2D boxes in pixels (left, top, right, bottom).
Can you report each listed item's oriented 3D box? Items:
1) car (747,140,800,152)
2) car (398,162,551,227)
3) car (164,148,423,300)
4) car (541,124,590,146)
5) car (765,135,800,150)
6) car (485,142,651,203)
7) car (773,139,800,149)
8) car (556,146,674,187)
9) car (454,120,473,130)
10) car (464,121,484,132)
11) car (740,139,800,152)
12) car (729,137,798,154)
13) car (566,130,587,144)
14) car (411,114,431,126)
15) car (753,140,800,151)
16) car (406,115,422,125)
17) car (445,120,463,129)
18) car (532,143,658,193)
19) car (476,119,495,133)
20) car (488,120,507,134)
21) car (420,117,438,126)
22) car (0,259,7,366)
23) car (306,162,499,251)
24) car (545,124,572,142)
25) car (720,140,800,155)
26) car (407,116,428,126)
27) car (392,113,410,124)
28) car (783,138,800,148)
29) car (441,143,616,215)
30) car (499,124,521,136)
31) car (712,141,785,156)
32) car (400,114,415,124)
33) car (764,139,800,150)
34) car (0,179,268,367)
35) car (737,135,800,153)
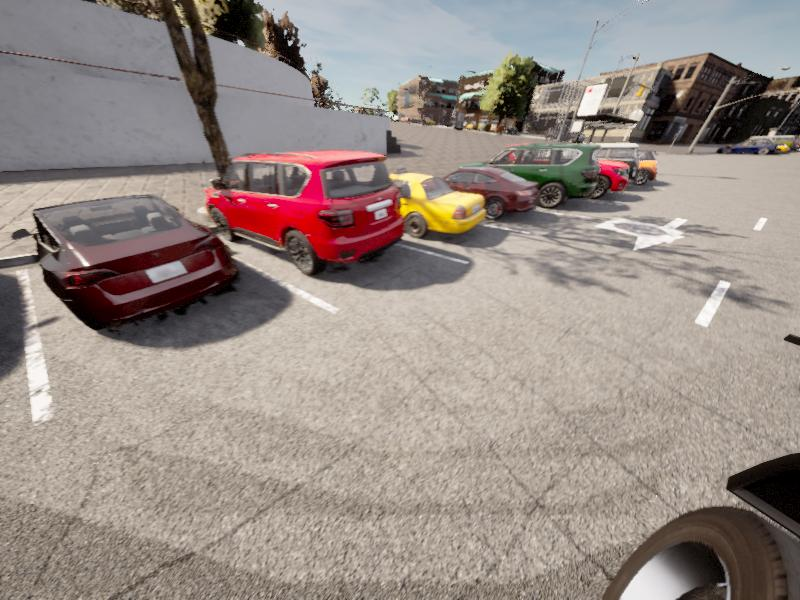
[{"bbox_3d":[58.012,-23.758,35.566,4.674,1.452,2.002,26,43,34],"label":"car"},{"bbox_3d":[2.436,-4.034,8.384,4.674,1.452,2.002,21,41,29],"label":"car"},{"bbox_3d":[-2.536,-2.306,5.453,5.566,2.045,2.435,21,40,29],"label":"car"},{"bbox_3d":[21.693,-21.827,30.512,1.932,1.855,4.605,-20,45,-28],"label":"car"},{"bbox_3d":[68.792,-27.208,39.859,5.566,2.045,2.435,27,43,35],"label":"car"},{"bbox_3d":[7.419,-6.242,10.986,5.566,2.045,2.435,22,40,29],"label":"car"},{"bbox_3d":[71.480,-27.793,41.102,5.008,1.535,2.097,28,43,35],"label":"car"},{"bbox_3d":[12.411,-8.084,13.794,4.553,1.767,2.185,22,41,29],"label":"car"},{"bbox_3d":[14.107,-38.685,51.217,2.002,1.452,4.674,27,43,25],"label":"car"},{"bbox_3d":[15.910,-37.153,49.429,1.946,1.575,5.366,27,42,25],"label":"car"},{"bbox_3d":[55.339,-22.970,34.405,4.892,1.521,2.231,26,42,34],"label":"car"},{"bbox_3d":[50.007,-21.403,32.010,4.553,1.767,2.185,26,42,33],"label":"car"},{"bbox_3d":[27.659,-25.484,36.153,2.002,1.452,4.674,27,42,25],"label":"car"},{"bbox_3d":[5.558,-47.114,60.376,2.435,2.045,5.566,27,42,24],"label":"car"},{"bbox_3d":[60.689,-24.580,36.709,4.674,1.452,2.002,27,43,34],"label":"car"},{"bbox_3d":[3.795,-48.665,62.328,2.185,1.767,4.553,26,42,24],"label":"car"},{"bbox_3d":[12.395,-40.333,53.095,2.002,1.452,4.674,27,42,25],"label":"car"},{"bbox_3d":[9.979,-7.171,12.334,4.442,1.987,1.878,22,40,29],"label":"car"},{"bbox_3d":[17.449,-35.535,47.204,1.878,1.987,4.442,27,43,25],"label":"car"},{"bbox_3d":[19.147,-33.883,45.318,1.878,1.987,4.442,27,43,25],"label":"car"},{"bbox_3d":[7.382,-45.379,58.806,1.946,1.575,5.366,26,42,25],"label":"car"},{"bbox_3d":[-7.444,-0.110,2.805,4.892,1.521,2.231,21,40,29],"label":"car"},{"bbox_3d":[-0.191,-3.142,7.062,5.366,1.575,1.946,21,41,29],"label":"car"},{"bbox_3d":[25.997,-27.373,37.872,2.435,2.045,5.566,27,42,25],"label":"car"},{"bbox_3d":[47.529,-20.370,30.772,5.366,1.575,1.946,25,42,33],"label":"car"},{"bbox_3d":[4.089,-42.471,54.828,2.128,1.511,4.902,-21,45,-29],"label":"car"},{"bbox_3d":[0.353,-51.870,66.017,2.435,2.045,5.566,23,39,28],"label":"car"},{"bbox_3d":[76.925,-29.320,43.217,5.008,1.535,2.097,28,44,36],"label":"car"},{"bbox_3d":[4.884,-5.272,9.623,5.566,2.045,2.435,22,41,29],"label":"car"},{"bbox_3d":[20.879,-32.108,43.651,2.231,1.521,4.892,27,42,25],"label":"car"},{"bbox_3d":[44.704,-19.645,29.842,4.792,1.488,2.163,25,42,33],"label":"car"},{"bbox_3d":[2.095,-50.285,64.235,2.185,1.767,4.553,24,40,25],"label":"car"},{"bbox_3d":[66.067,-26.183,38.935,4.674,1.452,2.002,27,44,35],"label":"car"},{"bbox_3d":[-5.001,-1.083,4.218,4.792,1.488,2.163,21,41,29],"label":"car"},{"bbox_3d":[52.768,-22.278,33.048,4.442,1.987,1.878,26,42,33],"label":"car"}]
